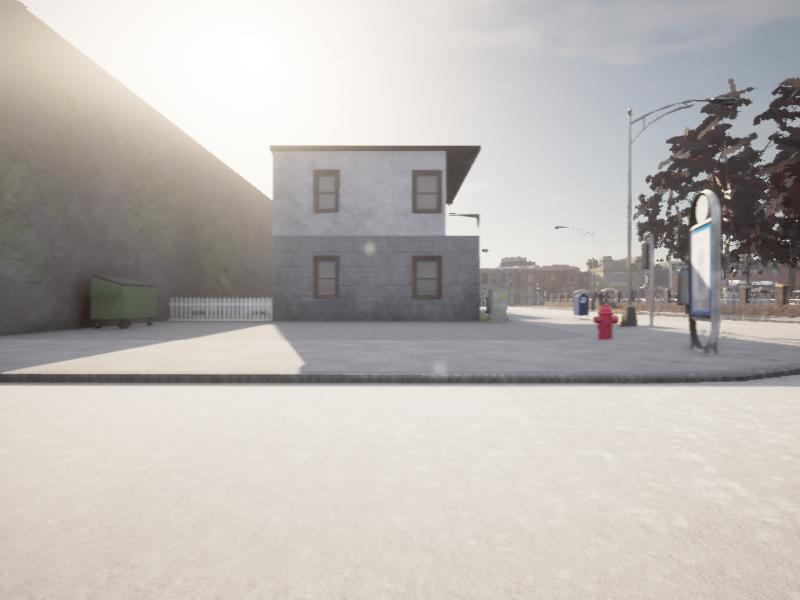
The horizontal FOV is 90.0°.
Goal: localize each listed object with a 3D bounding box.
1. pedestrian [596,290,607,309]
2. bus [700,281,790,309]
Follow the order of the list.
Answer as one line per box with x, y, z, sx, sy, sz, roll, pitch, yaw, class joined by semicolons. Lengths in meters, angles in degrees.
20.065;-0.038;39.873;0.751;1.860;0.751;0;0;2;pedestrian
55.006;-0.837;64.203;10.273;4.253;3.944;0;0;17;bus
